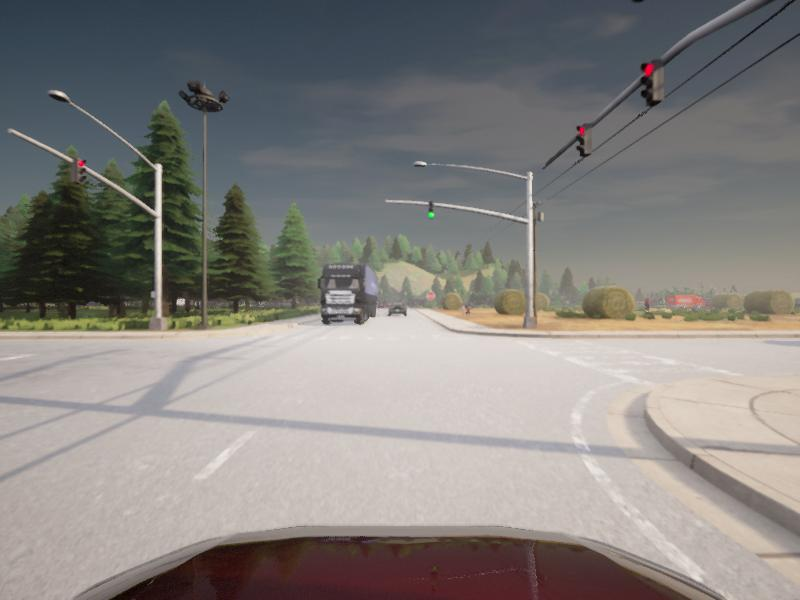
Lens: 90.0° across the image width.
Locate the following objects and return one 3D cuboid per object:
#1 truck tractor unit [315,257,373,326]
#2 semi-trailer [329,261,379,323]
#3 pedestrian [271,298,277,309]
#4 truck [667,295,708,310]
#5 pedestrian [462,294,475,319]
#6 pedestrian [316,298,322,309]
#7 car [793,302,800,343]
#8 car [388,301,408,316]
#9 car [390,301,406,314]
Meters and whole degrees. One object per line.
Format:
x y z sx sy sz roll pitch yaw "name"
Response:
-3.635 -0.483 27.578 3.053 4.208 6.516 0 0 0 "truck tractor unit"
-3.629 -0.569 35.492 2.717 4.402 14.254 0 0 0 "semi-trailer"
-21.625 0.542 68.507 0.751 1.860 0.751 0 0 6 "pedestrian"
49.951 0.420 69.655 5.204 2.467 2.627 0 0 2 "truck"
5.230 0.515 30.576 0.751 1.860 0.751 0 0 -17 "pedestrian"
-13.790 0.543 68.224 0.751 1.860 0.751 0 0 17 "pedestrian"
16.513 0.816 14.052 3.633 1.501 1.845 0 0 -1 "car"
-0.251 0.885 43.345 2.038 1.542 4.974 0 0 0 "car"
-0.284 0.892 50.792 1.882 1.535 5.008 0 0 0 "car"
